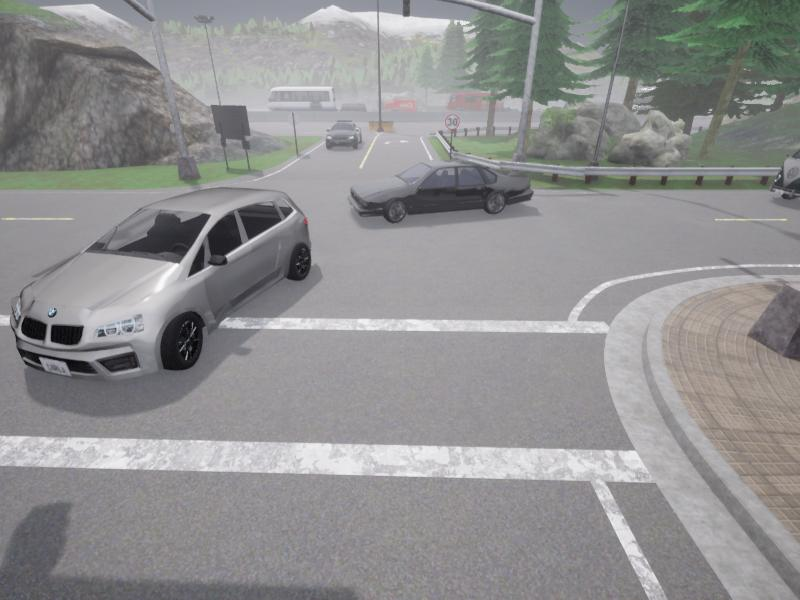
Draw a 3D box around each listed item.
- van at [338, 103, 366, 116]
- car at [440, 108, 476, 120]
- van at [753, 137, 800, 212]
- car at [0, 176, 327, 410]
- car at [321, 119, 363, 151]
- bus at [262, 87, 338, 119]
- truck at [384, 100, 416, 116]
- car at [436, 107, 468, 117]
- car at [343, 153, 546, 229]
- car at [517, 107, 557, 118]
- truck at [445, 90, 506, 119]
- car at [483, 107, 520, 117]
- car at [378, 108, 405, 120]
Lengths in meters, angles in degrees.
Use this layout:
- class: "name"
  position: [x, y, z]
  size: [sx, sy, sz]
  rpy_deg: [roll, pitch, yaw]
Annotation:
- class: "van"
  position: [-8.006, -32.175, 67.522]
  size: [4.442, 1.987, 1.775]
  rpy_deg: [0, 27, 0]
- class: "car"
  position: [8.336, -27.154, 58.285]
  size: [4.892, 1.490, 1.837]
  rpy_deg: [0, 27, 0]
- class: "van"
  position: [14.463, -3.992, 12.636]
  size: [4.442, 1.987, 1.775]
  rpy_deg: [0, 27, 0]
- class: "car"
  position: [-3.210, -0.666, 6.194]
  size: [2.242, 1.667, 4.611]
  rpy_deg: [7, 26, 14]
- class: "car"
  position: [-3.622, -10.822, 26.015]
  size: [2.038, 1.542, 4.974]
  rpy_deg: [0, 27, 0]
- class: "bus"
  position: [-14.912, -29.935, 60.673]
  size: [10.273, 4.253, 3.944]
  rpy_deg: [0, 27, 0]
- class: "truck"
  position: [-0.016, -32.389, 67.407]
  size: [5.204, 2.467, 2.627]
  rpy_deg: [0, 27, 0]
- class: "car"
  position: [8.370, -30.329, 64.524]
  size: [4.902, 1.511, 2.128]
  rpy_deg: [0, 27, 0]
- class: "car"
  position: [1.213, -3.294, 11.671]
  size: [5.357, 1.411, 2.033]
  rpy_deg: [-8, 28, -15]
- class: "car"
  position: [20.999, -28.771, 61.380]
  size: [5.366, 1.575, 1.801]
  rpy_deg: [0, 27, 0]
- class: "truck"
  position: [11.300, -29.794, 60.867]
  size: [8.468, 3.827, 2.891]
  rpy_deg: [0, 27, 0]
- class: "car"
  position: [16.322, -30.312, 64.528]
  size: [5.357, 1.411, 2.033]
  rpy_deg: [0, 27, 0]
- class: "car"
  position: [-1.212, -27.148, 58.294]
  size: [3.806, 1.475, 1.970]
  rpy_deg: [0, 27, 0]
